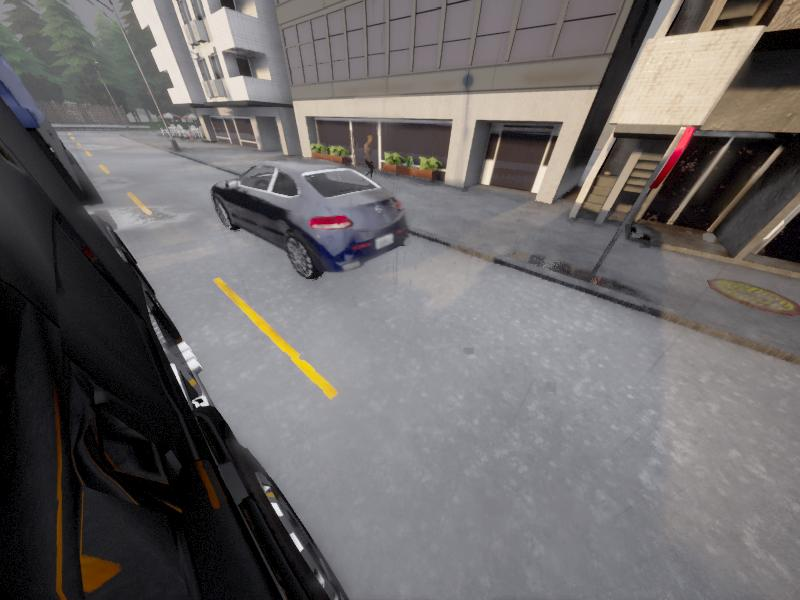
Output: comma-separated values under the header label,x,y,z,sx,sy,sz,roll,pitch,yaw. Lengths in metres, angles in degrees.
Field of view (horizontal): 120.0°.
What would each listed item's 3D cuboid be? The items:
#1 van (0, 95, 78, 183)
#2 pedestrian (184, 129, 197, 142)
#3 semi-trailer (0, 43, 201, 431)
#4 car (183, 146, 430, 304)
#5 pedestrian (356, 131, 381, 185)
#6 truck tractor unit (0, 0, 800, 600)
label,x,y,z,sx,sy,sz,roll,pitch,yaw
van,-16.352,-6.923,9.758,5.915,2.561,1.988,28,43,30
pedestrian,-21.946,-17.244,24.180,0.500,1.100,0.500,30,45,31
semi-trailer,-8.692,-3.611,4.233,14.254,4.402,2.717,28,44,30
car,-2.144,-2.097,4.954,5.027,1.651,2.152,28,44,30
pedestrian,-1.316,-6.098,9.940,0.751,1.860,0.751,13,38,14
truck tractor unit,-2.645,-0.295,0.352,6.516,4.208,3.053,28,44,30
